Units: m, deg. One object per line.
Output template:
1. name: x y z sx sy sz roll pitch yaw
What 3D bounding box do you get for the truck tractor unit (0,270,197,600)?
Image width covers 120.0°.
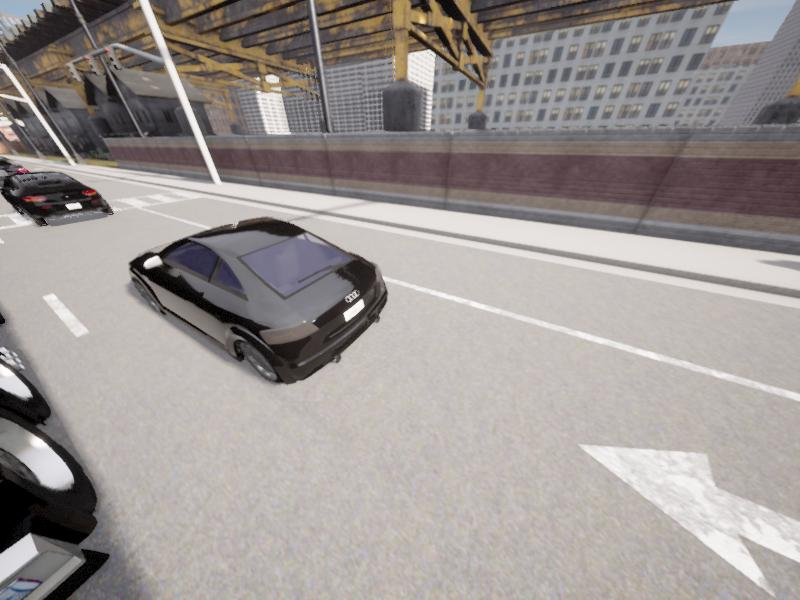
1. truck tractor unit: -5.120 -0.291 0.773 6.516 4.208 3.053 18 38 24

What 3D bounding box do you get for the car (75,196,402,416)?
1. car: -2.280 -0.468 3.520 4.181 1.385 1.994 18 39 24

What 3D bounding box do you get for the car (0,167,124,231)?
1. car: -12.639 -3.833 8.388 4.674 1.442 1.812 18 39 24

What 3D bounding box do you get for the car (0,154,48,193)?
1. car: -23.691 -7.484 13.541 4.611 1.667 2.242 18 39 24
